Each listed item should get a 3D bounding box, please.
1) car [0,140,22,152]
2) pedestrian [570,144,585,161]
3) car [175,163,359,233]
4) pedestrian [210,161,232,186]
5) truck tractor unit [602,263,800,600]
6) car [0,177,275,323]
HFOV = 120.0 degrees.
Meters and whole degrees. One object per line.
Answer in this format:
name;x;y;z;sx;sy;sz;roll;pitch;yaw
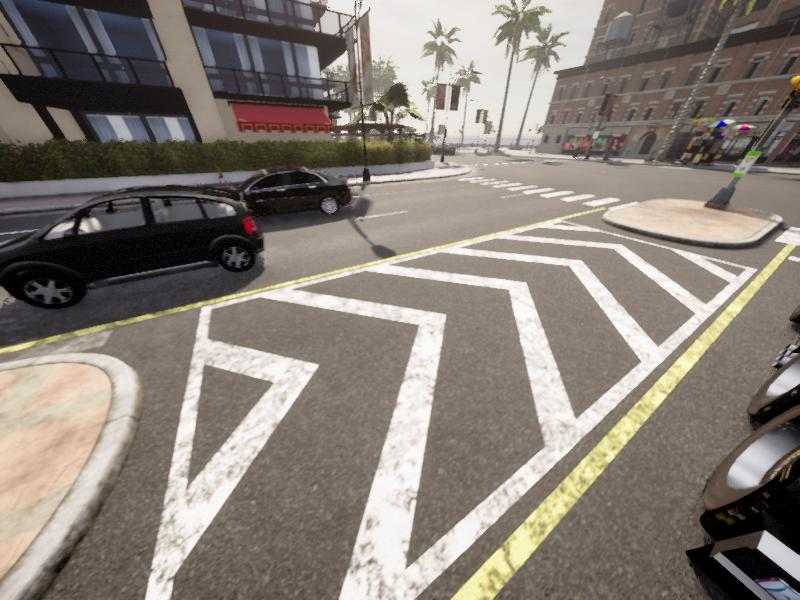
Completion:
car;-74.006;-28.608;42.836;1.932;1.855;4.605;-18;39;-25
pedestrian;23.477;-19.585;30.632;0.751;1.860;0.751;-17;38;-23
car;-4.131;-3.743;8.034;4.892;1.490;1.837;-18;39;-24
pedestrian;-9.502;-6.719;12.300;0.500;1.100;0.500;-14;37;-20
truck tractor unit;5.106;-0.307;0.779;6.516;4.208;3.053;-18;39;-24
car;-4.744;-1.259;4.408;3.705;1.549;1.789;-18;39;-24
